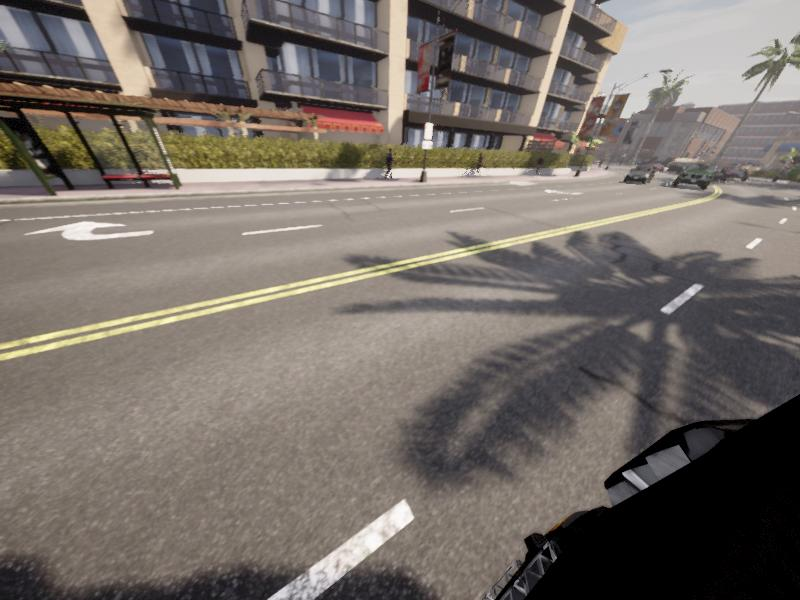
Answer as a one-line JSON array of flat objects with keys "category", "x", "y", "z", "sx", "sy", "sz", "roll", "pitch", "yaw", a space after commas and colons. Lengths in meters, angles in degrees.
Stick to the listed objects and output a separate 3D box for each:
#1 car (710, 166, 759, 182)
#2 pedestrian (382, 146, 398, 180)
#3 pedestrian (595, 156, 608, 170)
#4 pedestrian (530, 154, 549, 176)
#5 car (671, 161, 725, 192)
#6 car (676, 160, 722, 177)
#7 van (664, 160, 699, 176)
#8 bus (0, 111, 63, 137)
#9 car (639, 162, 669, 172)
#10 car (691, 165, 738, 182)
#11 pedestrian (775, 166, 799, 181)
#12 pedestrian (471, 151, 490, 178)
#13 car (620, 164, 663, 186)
[{"category": "car", "x": 47.963, "y": -18.246, "z": 33.331, "sx": 2.152, "sy": 1.651, "sz": 5.027, "roll": 21, "pitch": 38, "yaw": 24}, {"category": "pedestrian", "x": -0.675, "y": -9.059, "z": 15.323, "sx": 0.751, "sy": 1.860, "sz": 0.751, "roll": -17, "pitch": 39, "yaw": -27}, {"category": "pedestrian", "x": 32.855, "y": -22.299, "z": 37.629, "sx": 0.751, "sy": 1.860, "sz": 0.751, "roll": -20, "pitch": 40, "yaw": -30}, {"category": "pedestrian", "x": 13.688, "y": -13.238, "z": 22.661, "sx": 0.751, "sy": 1.860, "sz": 0.751, "roll": -18, "pitch": 39, "yaw": -28}, {"category": "car", "x": 27.502, "y": -11.533, "z": 21.367, "sx": 5.566, "sy": 2.045, "sz": 2.150, "roll": -24, "pitch": 43, "yaw": -34}, {"category": "car", "x": 52.841, "y": -23.414, "z": 41.016, "sx": 2.150, "sy": 2.045, "sz": 5.566, "roll": 13, "pitch": 35, "yaw": 15}, {"category": "van", "x": 48.249, "y": -22.777, "z": 39.756, "sx": 1.775, "sy": 1.987, "sz": 4.442, "roll": 15, "pitch": 36, "yaw": 18}, {"category": "bus", "x": -85.762, "y": -40.788, "z": 53.906, "sx": 3.944, "sy": 4.253, "sz": 10.273, "roll": -17, "pitch": 39, "yaw": -27}, {"category": "car", "x": 51.388, "y": -27.072, "z": 46.916, "sx": 1.994, "sy": 1.385, "sz": 4.181, "roll": 9, "pitch": 34, "yaw": 9}, {"category": "car", "x": 42.276, "y": -17.166, "z": 31.236, "sx": 2.242, "sy": 1.667, "sz": 4.611, "roll": 23, "pitch": 39, "yaw": 27}, {"category": "pedestrian", "x": 59.216, "y": -19.384, "z": 35.378, "sx": 0.751, "sy": 1.860, "sz": 0.751, "roll": 10, "pitch": 35, "yaw": 10}, {"category": "pedestrian", "x": 6.515, "y": -11.045, "z": 18.839, "sx": 0.751, "sy": 1.860, "sz": 0.751, "roll": -16, "pitch": 38, "yaw": -25}, {"category": "car", "x": 23.573, "y": -12.254, "z": 22.521, "sx": 3.988, "sy": 1.617, "sz": 1.851, "roll": -23, "pitch": 42, "yaw": -33}]
